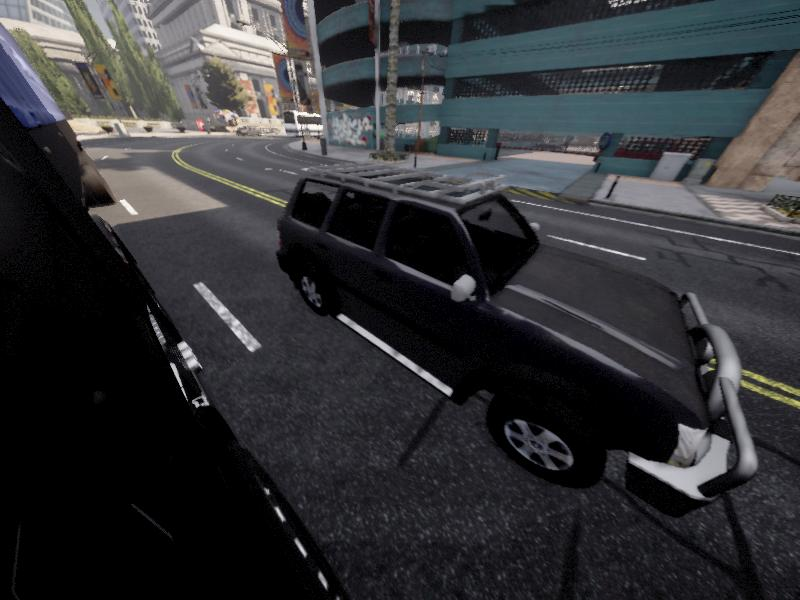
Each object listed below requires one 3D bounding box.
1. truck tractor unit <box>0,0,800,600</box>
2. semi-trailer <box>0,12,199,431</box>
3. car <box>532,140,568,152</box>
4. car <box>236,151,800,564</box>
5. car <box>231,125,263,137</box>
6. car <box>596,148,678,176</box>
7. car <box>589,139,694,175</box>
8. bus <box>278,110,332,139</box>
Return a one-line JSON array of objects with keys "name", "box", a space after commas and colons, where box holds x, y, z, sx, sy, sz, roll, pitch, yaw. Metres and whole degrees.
[{"name": "truck tractor unit", "box": [-2.645, -0.295, 0.351, 6.516, 4.208, 3.053, 28, 44, 30]}, {"name": "semi-trailer", "box": [-8.559, -3.681, 4.380, 14.254, 4.402, 2.717, 30, 44, 31]}, {"name": "car", "box": [27.351, -28.142, 42.163, 4.902, 1.511, 2.128, 28, 43, 30]}, {"name": "car", "box": [0.437, -0.411, 2.690, 4.605, 1.855, 1.932, 28, 43, 30]}, {"name": "car", "box": [-28.561, -31.721, 43.371, 2.242, 1.667, 4.611, 10, 37, 9]}, {"name": "car", "box": [19.975, -11.903, 19.747, 4.514, 1.523, 2.007, 28, 43, 30]}, {"name": "car", "box": [19.945, -12.241, 19.544, 5.566, 2.045, 2.435, 28, 43, 30]}, {"name": "bus", "box": [-19.153, -36.300, 48.026, 3.944, 4.253, 10.273, 16, 38, 17]}]
